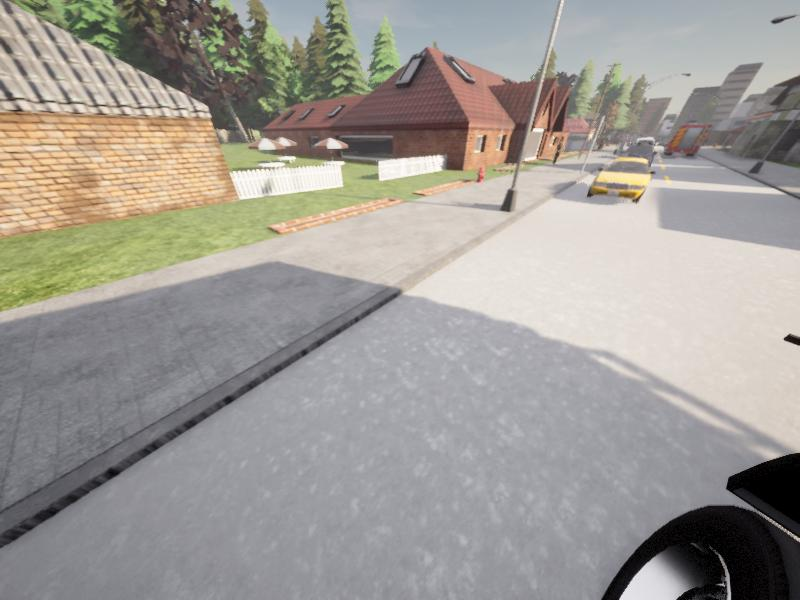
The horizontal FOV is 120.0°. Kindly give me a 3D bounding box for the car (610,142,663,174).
[{"bbox_3d":[18.218,-11.061,17.850,2.097,1.767,4.553,27,44,33],"label":"car"}]

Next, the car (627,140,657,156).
[{"bbox_3d":[33.442,-21.005,31.916,2.242,1.667,4.611,27,44,33],"label":"car"}]

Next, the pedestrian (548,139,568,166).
[{"bbox_3d":[13.401,-12.507,19.597,0.751,1.860,0.751,24,42,29],"label":"pedestrian"}]

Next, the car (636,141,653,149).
[{"bbox_3d":[57.201,-36.332,54.003,2.128,1.511,4.902,27,44,33],"label":"car"}]

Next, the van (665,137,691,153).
[{"bbox_3d":[44.515,-24.899,37.112,1.775,1.987,4.442,27,44,33],"label":"van"}]

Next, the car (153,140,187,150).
[{"bbox_3d":[-53.141,-35.893,53.401,2.152,1.651,5.027,27,43,32],"label":"car"}]

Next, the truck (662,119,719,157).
[{"bbox_3d":[38.733,-21.847,31.244,2.891,3.827,8.468,27,44,33],"label":"truck"}]

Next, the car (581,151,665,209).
[{"bbox_3d":[9.987,-5.571,10.328,1.801,1.575,5.366,27,44,33],"label":"car"}]

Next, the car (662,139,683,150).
[{"bbox_3d":[53.158,-30.431,45.173,1.930,1.638,5.238,27,44,33],"label":"car"}]

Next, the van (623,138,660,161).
[{"bbox_3d":[27.154,-17.024,26.013,2.069,2.038,4.480,27,43,33],"label":"van"}]

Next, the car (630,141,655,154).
[{"bbox_3d":[38.038,-23.948,36.208,2.163,1.488,4.792,27,44,33],"label":"car"}]

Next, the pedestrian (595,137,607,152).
[{"bbox_3d":[31.783,-24.609,36.583,0.751,1.860,0.751,27,43,32],"label":"pedestrian"}]
